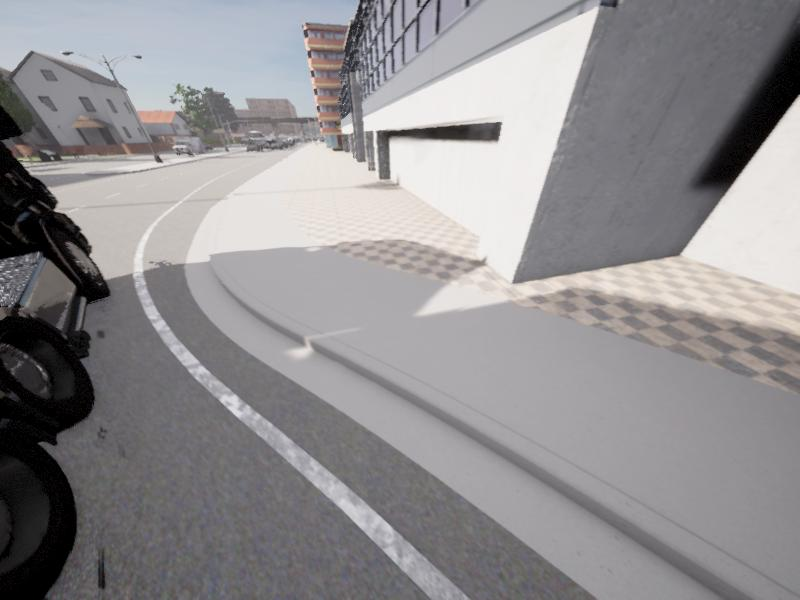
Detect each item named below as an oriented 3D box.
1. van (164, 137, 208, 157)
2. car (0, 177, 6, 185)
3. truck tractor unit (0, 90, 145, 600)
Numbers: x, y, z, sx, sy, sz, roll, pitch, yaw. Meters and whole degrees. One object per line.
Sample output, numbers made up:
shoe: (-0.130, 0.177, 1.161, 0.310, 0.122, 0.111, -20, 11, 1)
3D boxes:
van: (-34.059, -24.672, 37.100, 2.351, 2.431, 6.366, -10, 36, -12)
car: (-26.145, -6.652, 12.626, 1.895, 1.301, 4.718, -6, 36, -8)
truck tractor unit: (-4.792, -0.537, 1.119, 3.053, 4.208, 6.516, -30, 45, -34)
